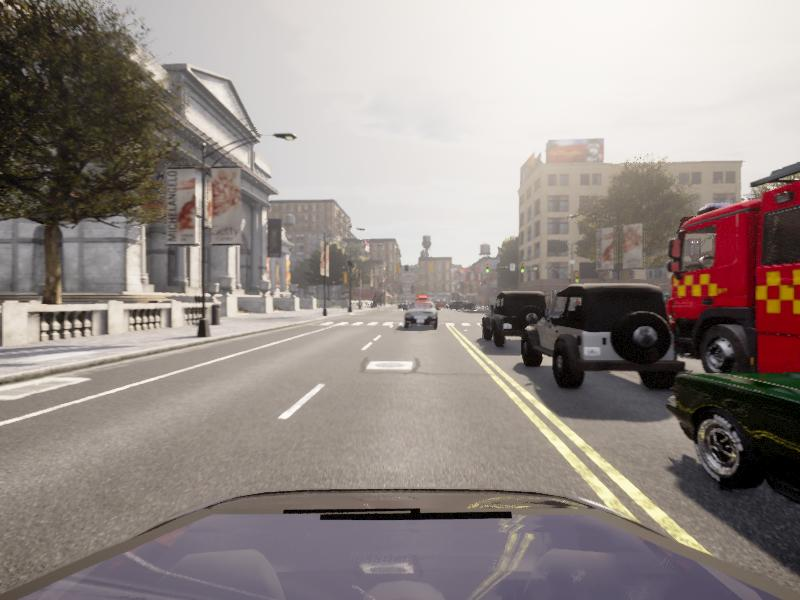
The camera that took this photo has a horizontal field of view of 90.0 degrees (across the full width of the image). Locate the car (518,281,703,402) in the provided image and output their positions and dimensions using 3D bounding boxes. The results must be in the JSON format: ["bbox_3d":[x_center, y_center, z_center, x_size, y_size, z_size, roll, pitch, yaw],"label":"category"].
[{"bbox_3d":[3.874,0.645,8.220,1.905,1.878,3.866,0,0,3],"label":"car"}]

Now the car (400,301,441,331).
[{"bbox_3d":[1.250,0.827,23.170,2.128,1.511,4.902,0,0,4],"label":"car"}]

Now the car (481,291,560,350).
[{"bbox_3d":[4.214,0.644,14.676,1.905,1.878,3.866,0,0,3],"label":"car"}]

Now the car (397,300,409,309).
[{"bbox_3d":[0.610,0.825,71.792,1.970,1.475,3.806,0,0,3],"label":"car"}]

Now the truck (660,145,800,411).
[{"bbox_3d":[7.174,-0.318,4.738,2.891,3.827,8.468,0,0,2],"label":"truck"}]

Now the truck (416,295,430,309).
[{"bbox_3d":[4.244,0.330,74.064,2.627,2.467,5.204,0,0,3],"label":"truck"}]

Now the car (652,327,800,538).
[{"bbox_3d":[3.620,0.945,1.909,1.895,1.301,4.718,0,0,1],"label":"car"}]

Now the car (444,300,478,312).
[{"bbox_3d":[8.855,0.829,58.481,1.837,1.490,4.892,-2,1,-38],"label":"car"}]

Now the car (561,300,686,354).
[{"bbox_3d":[7.702,0.800,14.533,1.801,1.575,5.366,0,0,3],"label":"car"}]
